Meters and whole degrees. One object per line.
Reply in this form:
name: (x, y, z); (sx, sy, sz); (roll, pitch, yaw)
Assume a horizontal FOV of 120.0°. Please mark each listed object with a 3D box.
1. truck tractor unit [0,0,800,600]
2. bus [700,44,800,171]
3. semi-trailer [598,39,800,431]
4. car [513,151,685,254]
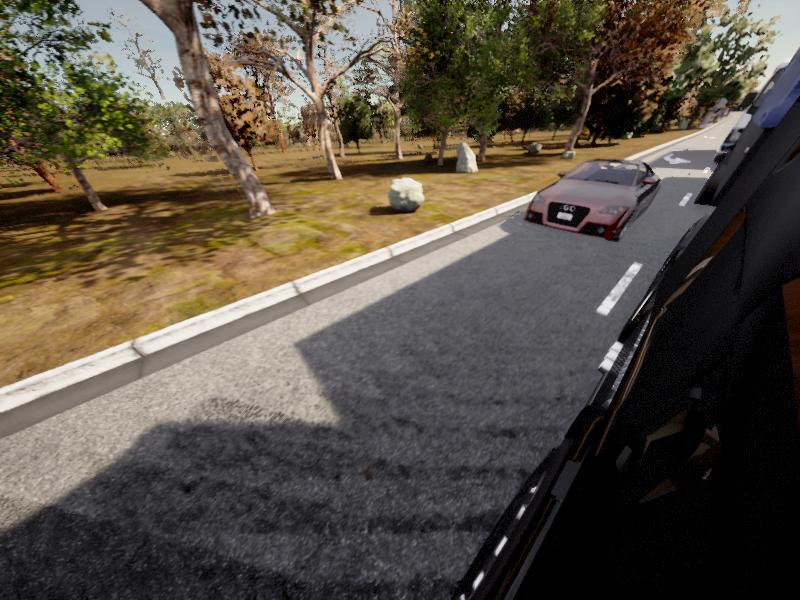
truck tractor unit: (2.645, -0.295, 0.351); (6.516, 4.208, 3.053); (-28, 44, -30)
bus: (20.707, -9.913, 12.129); (10.273, 4.253, 3.944); (-29, 44, -31)
semi-trailer: (8.675, -3.614, 4.260); (14.254, 4.402, 2.717); (-28, 44, -30)
car: (5.098, -2.781, 5.921); (4.181, 1.385, 1.994); (-28, 44, -30)
